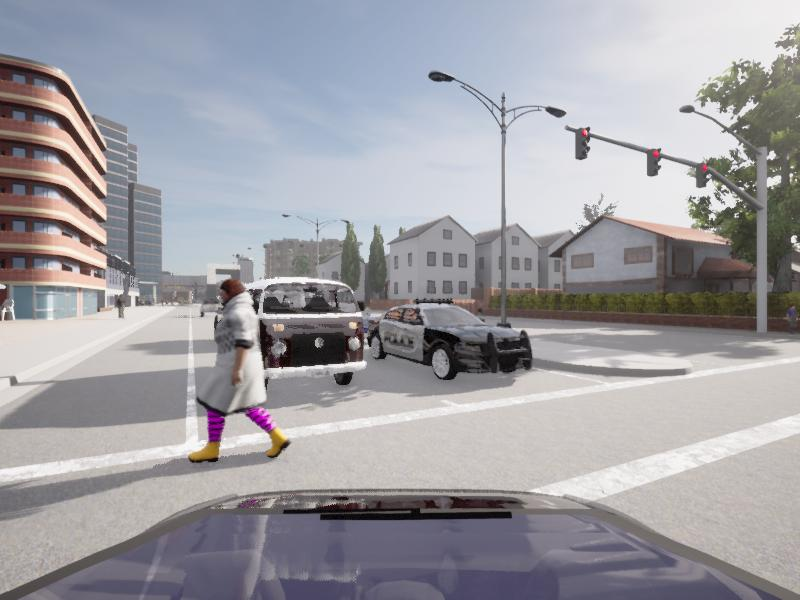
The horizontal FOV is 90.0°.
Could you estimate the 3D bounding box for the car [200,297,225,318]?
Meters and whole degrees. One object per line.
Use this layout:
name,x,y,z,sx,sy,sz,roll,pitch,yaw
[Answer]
car,-17.488,0.654,37.148,1.932,1.855,4.605,0,0,-28

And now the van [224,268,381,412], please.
van,-2.275,0.571,8.144,2.069,2.038,4.480,0,0,-28

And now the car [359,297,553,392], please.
car,0.904,0.771,9.689,1.930,1.638,5.238,0,0,-28

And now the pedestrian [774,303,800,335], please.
pedestrian,16.415,0.772,16.762,0.751,1.300,0.751,0,0,-2

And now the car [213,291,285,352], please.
car,-5.661,0.652,14.604,1.932,1.855,4.605,0,0,-28

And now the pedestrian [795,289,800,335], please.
pedestrian,16.775,0.491,16.285,0.751,1.860,0.751,0,0,-17

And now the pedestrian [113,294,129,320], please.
pedestrian,-19.765,0.485,28.367,0.751,1.860,0.751,0,0,-22

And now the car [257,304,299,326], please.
car,-8.424,0.944,27.403,1.895,1.301,4.718,0,0,-28

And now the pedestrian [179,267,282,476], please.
pedestrian,-1.635,0.637,3.975,0.751,1.860,0.751,0,0,-5

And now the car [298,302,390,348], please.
car,-2.416,0.851,15.947,2.163,1.488,4.792,0,0,-28
